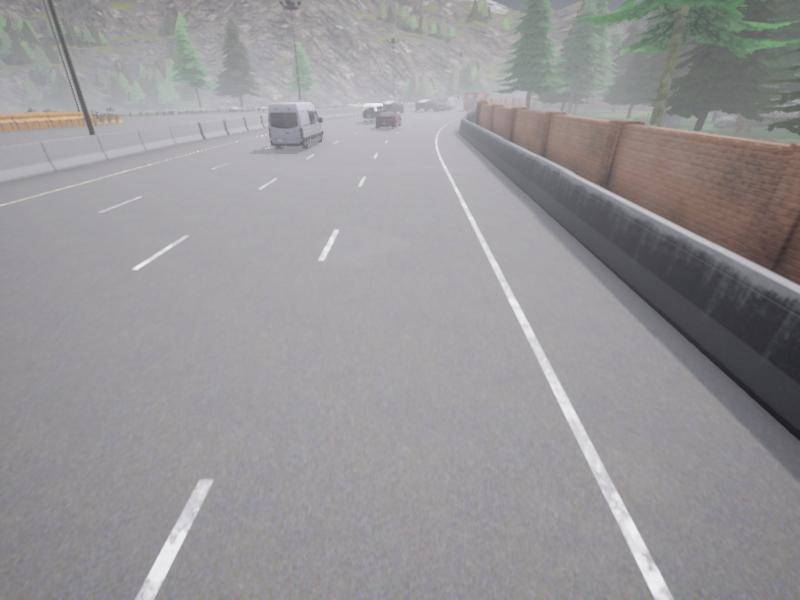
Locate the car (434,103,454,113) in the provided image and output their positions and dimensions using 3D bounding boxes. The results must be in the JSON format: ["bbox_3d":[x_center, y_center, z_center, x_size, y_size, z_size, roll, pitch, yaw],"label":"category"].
[{"bbox_3d":[8.536,-36.888,76.717,2.128,1.511,4.902,13,30,24],"label":"car"}]

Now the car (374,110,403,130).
[{"bbox_3d":[-1.073,-18.023,39.924,1.882,1.535,5.008,4,28,9],"label":"car"}]

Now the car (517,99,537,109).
[{"bbox_3d":[30.663,-47.382,96.575,2.150,2.045,5.566,20,34,34],"label":"car"}]

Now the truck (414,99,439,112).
[{"bbox_3d":[5.222,-37.721,77.595,2.390,2.098,6.274,13,30,24],"label":"truck"}]

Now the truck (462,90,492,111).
[{"bbox_3d":[15.910,-40.921,81.983,2.891,3.827,8.468,15,31,26],"label":"truck"}]

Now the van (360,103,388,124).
[{"bbox_3d":[-2.999,-22.036,47.161,2.069,2.038,4.480,5,28,12],"label":"van"}]

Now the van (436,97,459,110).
[{"bbox_3d":[10.291,-42.285,86.123,2.351,2.431,6.366,15,31,26],"label":"van"}]

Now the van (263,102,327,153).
[{"bbox_3d":[-6.355,-10.994,25.152,1.988,2.561,5.915,1,27,3],"label":"van"}]

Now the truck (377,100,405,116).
[{"bbox_3d":[-1.331,-30.531,63.593,2.390,2.098,6.274,10,29,18],"label":"truck"}]
